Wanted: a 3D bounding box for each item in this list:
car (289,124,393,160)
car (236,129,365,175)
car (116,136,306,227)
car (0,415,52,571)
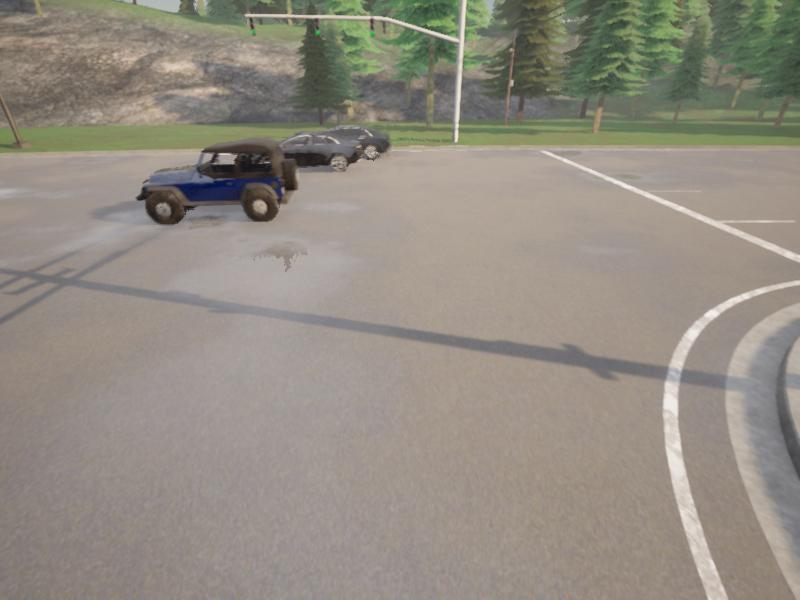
[{"bbox_3d":[-2.868,-7.992,20.182,4.892,1.490,1.837,-2,27,-5],"label":"car"},{"bbox_3d":[-3.992,-6.319,16.954,4.902,1.511,2.128,-3,28,-5],"label":"car"},{"bbox_3d":[-4.643,-3.195,10.554,3.866,1.878,1.905,-3,28,-6],"label":"car"},{"bbox_3d":[-3.751,2.025,0.781,2.242,1.667,4.611,-3,28,-5],"label":"car"}]
